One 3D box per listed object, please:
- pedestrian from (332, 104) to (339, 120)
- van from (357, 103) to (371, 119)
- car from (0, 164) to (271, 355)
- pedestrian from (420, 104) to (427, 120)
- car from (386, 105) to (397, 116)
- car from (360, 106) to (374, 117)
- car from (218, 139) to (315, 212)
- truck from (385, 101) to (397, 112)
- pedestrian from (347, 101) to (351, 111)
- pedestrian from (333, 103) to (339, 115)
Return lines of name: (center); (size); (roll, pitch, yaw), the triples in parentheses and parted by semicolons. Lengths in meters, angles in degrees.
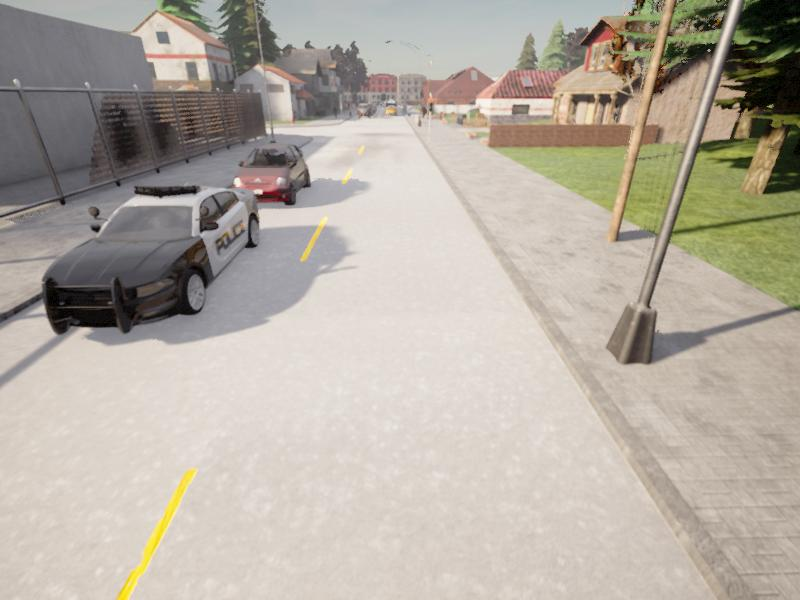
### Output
pedestrian: (-8.634, -25.156, 53.568); (0.751, 1.860, 0.751); (2, 27, 3)
van: (-5.268, -27.719, 58.729); (1.775, 1.987, 4.442); (-1, 27, -2)
car: (-4.090, -1.212, 7.240); (1.930, 1.638, 5.238); (-1, 27, -2)
pedestrian: (3.187, -25.616, 54.472); (0.751, 1.860, 0.751); (5, 27, 9)
car: (-1.463, -32.762, 69.089); (1.882, 1.535, 5.008); (0, 27, -1)
car: (-5.421, -31.437, 66.508); (2.007, 1.525, 4.514); (-1, 27, -1)
car: (-4.153, -4.244, 13.209); (1.851, 1.617, 3.988); (-1, 27, -1)
truck: (-1.785, -40.141, 82.907); (2.390, 2.098, 6.274); (0, 27, -1)
pedestrian: (-10.529, -40.082, 82.772); (0.751, 1.860, 0.751); (-2, 27, -4)
pedestrian: (-10.837, -32.388, 67.716); (0.751, 1.860, 0.751); (-1, 27, -3)
